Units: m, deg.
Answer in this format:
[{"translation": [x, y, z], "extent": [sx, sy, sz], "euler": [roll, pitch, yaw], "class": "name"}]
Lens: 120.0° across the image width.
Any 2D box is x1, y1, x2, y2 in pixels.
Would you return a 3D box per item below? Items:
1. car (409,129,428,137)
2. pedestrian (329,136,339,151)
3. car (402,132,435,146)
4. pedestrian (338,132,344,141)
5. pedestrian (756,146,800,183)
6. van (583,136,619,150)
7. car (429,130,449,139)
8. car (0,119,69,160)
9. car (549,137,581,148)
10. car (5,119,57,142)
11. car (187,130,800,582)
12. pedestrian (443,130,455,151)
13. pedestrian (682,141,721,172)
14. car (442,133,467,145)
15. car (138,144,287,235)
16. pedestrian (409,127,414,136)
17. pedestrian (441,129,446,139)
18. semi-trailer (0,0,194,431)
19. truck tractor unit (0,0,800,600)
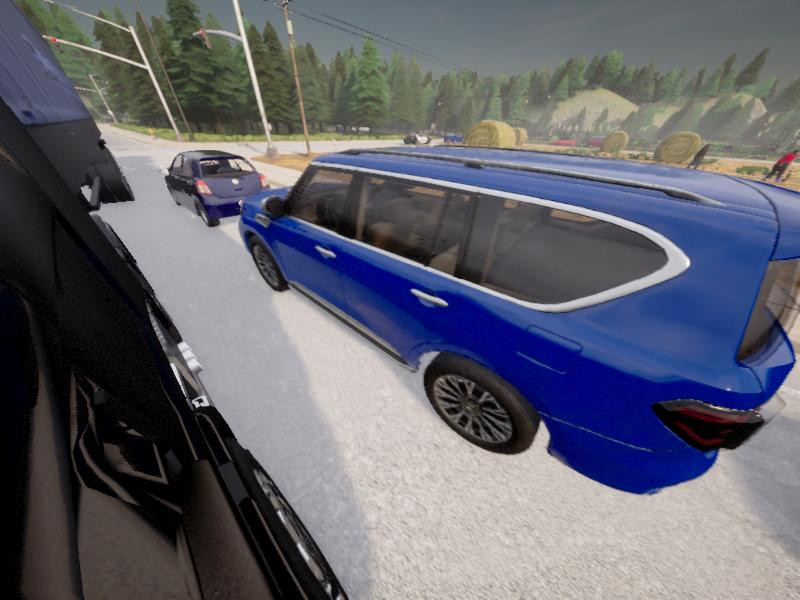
[{"translation": [4.915, -44.588, 61.806], "extent": [4.514, 1.525, 2.007], "euler": [31, 45, 32], "class": "car"}, {"translation": [-6.022, -14.310, 21.110], "extent": [0.500, 1.100, 0.500], "euler": [27, 43, 29], "class": "pedestrian"}, {"translation": [2.771, -23.781, 34.116], "extent": [2.038, 1.542, 4.974], "euler": [29, 44, 31], "class": "car"}, {"translation": [-8.282, -23.122, 32.675], "extent": [0.500, 1.100, 0.500], "euler": [26, 43, 28], "class": "pedestrian"}, {"translation": [23.343, -8.210, 14.023], "extent": [0.751, 1.860, 0.751], "euler": [13, 38, 14], "class": "pedestrian"}, {"translation": [36.535, -28.672, 42.118], "extent": [4.442, 1.987, 1.775], "euler": [31, 45, 33], "class": "van"}, {"translation": [9.729, -41.682, 58.227], "extent": [2.007, 1.525, 4.514], "euler": [-29, 47, -35], "class": "car"}, {"translation": [-22.297, -9.654, 13.791], "extent": [4.611, 1.667, 2.242], "euler": [28, 44, 30], "class": "car"}, {"translation": [32.339, -31.012, 45.369], "extent": [4.514, 1.525, 2.007], "euler": [31, 45, 32], "class": "car"}, {"translation": [-32.624, -15.068, 20.521], "extent": [4.193, 1.474, 1.816], "euler": [28, 44, 30], "class": "car"}, {"translation": [0.060, -0.699, 2.859], "extent": [5.566, 2.045, 2.150], "euler": [28, 44, 30], "class": "car"}, {"translation": [5.417, -17.604, 25.478], "extent": [0.751, 1.860, 0.751], "euler": [-26, 45, -32], "class": "pedestrian"}, {"translation": [22.714, -10.831, 17.465], "extent": [0.751, 1.860, 0.751], "euler": [-7, 38, -12], "class": "pedestrian"}, {"translation": [9.642, -28.360, 40.590], "extent": [1.882, 1.535, 5.008], "euler": [29, 44, 30], "class": "car"}, {"translation": [-5.142, -3.260, 6.380], "extent": [3.633, 1.501, 1.845], "euler": [28, 44, 30], "class": "car"}, {"translation": [2.880, -42.190, 57.935], "extent": [0.751, 1.860, 0.751], "euler": [30, 45, 31], "class": "pedestrian"}, {"translation": [9.843, -37.537, 52.173], "extent": [0.751, 1.860, 0.751], "euler": [-3, 37, -7], "class": "pedestrian"}, {"translation": [-8.329, -3.834, 4.559], "extent": [2.717, 4.402, 14.254], "euler": [-30, 47, -35], "class": "semi-trailer"}, {"translation": [-2.645, -0.295, 0.351], "extent": [6.516, 4.208, 3.053], "euler": [28, 44, 30], "class": "truck tractor unit"}]
